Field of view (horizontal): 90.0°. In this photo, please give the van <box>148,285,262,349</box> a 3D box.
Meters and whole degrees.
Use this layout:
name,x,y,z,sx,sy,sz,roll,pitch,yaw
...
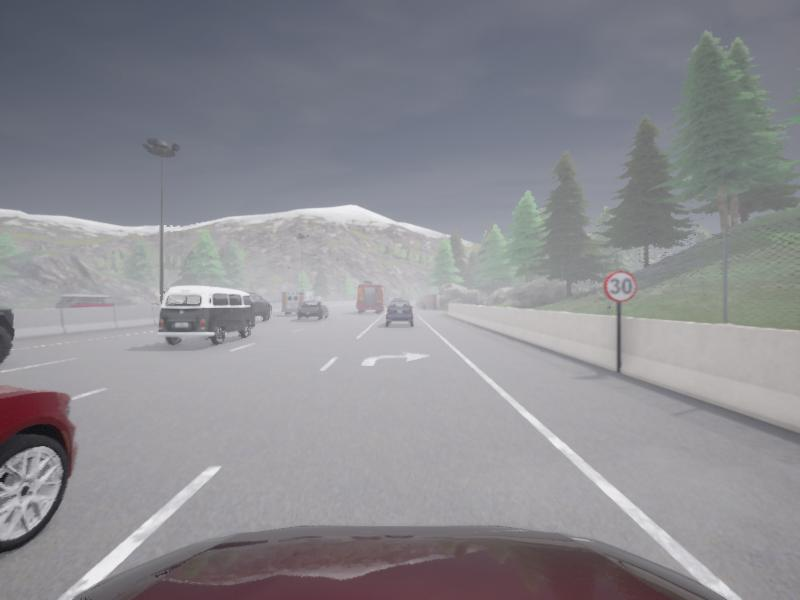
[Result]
name,x,y,z,sx,sy,sz,roll,pitch,yaw
van,-7.000,0.552,14.991,2.069,2.038,4.480,0,0,0

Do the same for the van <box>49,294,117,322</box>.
name,x,y,z,sx,sy,sz,roll,pitch,yaw
van,-24.499,0.566,31.140,1.775,1.987,4.442,0,0,0

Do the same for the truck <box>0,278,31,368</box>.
name,x,y,z,sx,sy,sz,roll,pitch,yaw
truck,-10.500,0.535,6.957,2.390,2.098,6.274,0,0,0

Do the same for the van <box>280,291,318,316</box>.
name,x,y,z,sx,sy,sz,roll,pitch,yaw
van,-10.497,0.332,42.094,2.351,2.431,6.366,0,0,0

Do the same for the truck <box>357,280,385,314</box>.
name,x,y,z,sx,sy,sz,roll,pitch,yaw
truck,-3.493,-0.375,49.821,2.891,3.827,8.468,0,0,0

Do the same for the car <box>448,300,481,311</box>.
name,x,y,z,sx,sy,sz,roll,pitch,yaw
car,8.624,0.677,53.982,4.181,1.385,1.994,-1,0,3

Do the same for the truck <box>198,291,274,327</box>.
name,x,y,z,sx,sy,sz,roll,pitch,yaw
truck,-10.500,0.513,26.336,2.390,2.098,6.274,0,0,0

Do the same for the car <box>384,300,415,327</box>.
name,x,y,z,sx,sy,sz,roll,pitch,yaw
car,-0.013,0.786,25.175,1.789,1.549,3.705,0,0,0

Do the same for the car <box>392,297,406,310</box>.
name,x,y,z,sx,sy,sz,roll,pitch,yaw
car,-0.176,0.496,67.516,2.150,2.045,5.566,0,0,2

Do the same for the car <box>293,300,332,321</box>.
name,x,y,z,sx,sy,sz,roll,pitch,yaw
car,-6.812,0.802,31.783,2.128,1.511,4.902,0,0,-2

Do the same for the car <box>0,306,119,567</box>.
name,x,y,z,sx,sy,sz,roll,pitch,yaw
car,-3.241,0.822,0.923,1.882,1.535,5.008,0,0,-3
